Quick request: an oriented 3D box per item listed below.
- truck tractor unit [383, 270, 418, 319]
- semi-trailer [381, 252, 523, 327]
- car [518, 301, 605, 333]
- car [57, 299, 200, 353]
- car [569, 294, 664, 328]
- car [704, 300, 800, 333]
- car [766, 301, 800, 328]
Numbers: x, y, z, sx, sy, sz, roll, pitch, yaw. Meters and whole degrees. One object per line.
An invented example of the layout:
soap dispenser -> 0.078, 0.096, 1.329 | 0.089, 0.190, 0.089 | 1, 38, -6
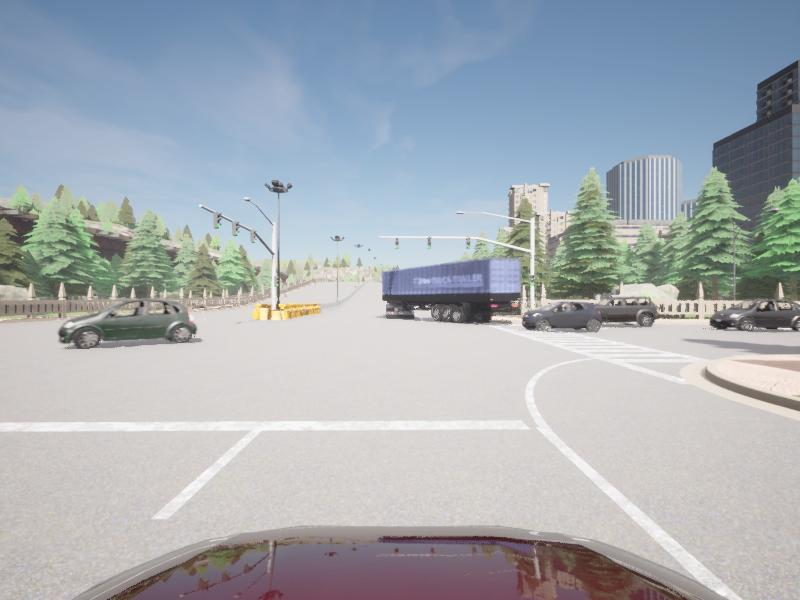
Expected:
truck tractor unit -> 0.010, -0.518, 37.584 | 3.053, 4.208, 6.516 | 0, 0, 0
semi-trailer -> 2.963, -0.626, 30.434 | 2.717, 4.402, 14.254 | -1, 0, -29
car -> 8.015, 0.829, 20.108 | 3.633, 1.501, 1.845 | 0, 0, -3
car -> -9.464, 0.789, 14.089 | 3.988, 1.617, 1.851 | 0, 0, -41
car -> 12.762, 0.649, 23.801 | 4.605, 1.855, 1.932 | -1, 0, 1
car -> 18.155, 0.790, 20.311 | 3.988, 1.617, 1.851 | 0, 0, 0
car -> 24.448, 0.829, 23.834 | 3.633, 1.501, 1.845 | 0, 0, 0
